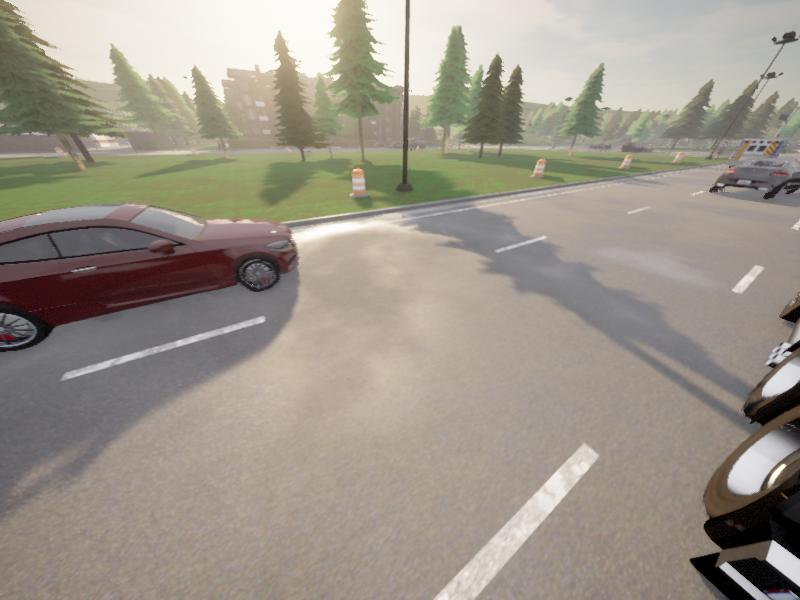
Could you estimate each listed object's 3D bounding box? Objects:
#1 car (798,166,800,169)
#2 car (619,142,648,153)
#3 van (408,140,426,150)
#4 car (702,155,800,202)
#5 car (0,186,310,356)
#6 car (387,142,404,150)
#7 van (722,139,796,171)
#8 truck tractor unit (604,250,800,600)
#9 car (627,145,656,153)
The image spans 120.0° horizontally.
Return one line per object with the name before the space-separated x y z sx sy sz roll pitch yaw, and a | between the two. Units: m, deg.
car | 43.140 -14.152 23.522 4.718 1.301 1.895 -18 39 -25
car | 52.381 -34.283 51.922 1.905 1.878 3.866 -18 39 -24
van | 4.318 -40.009 59.596 4.442 1.987 1.775 -19 39 -24
car | 18.792 -6.394 11.901 5.027 1.651 2.152 -15 38 -21
car | -4.230 -0.753 3.765 4.674 1.442 1.812 -18 39 -25
car | -1.132 -40.371 60.401 3.988 1.617 1.851 -18 39 -25
van | 35.086 -14.256 22.608 6.366 2.431 2.351 -18 39 -25
truck tractor unit | 5.084 -0.328 0.810 6.516 4.208 3.053 -19 40 -25
car | 55.593 -34.877 53.259 1.994 1.385 4.181 -18 39 -24
